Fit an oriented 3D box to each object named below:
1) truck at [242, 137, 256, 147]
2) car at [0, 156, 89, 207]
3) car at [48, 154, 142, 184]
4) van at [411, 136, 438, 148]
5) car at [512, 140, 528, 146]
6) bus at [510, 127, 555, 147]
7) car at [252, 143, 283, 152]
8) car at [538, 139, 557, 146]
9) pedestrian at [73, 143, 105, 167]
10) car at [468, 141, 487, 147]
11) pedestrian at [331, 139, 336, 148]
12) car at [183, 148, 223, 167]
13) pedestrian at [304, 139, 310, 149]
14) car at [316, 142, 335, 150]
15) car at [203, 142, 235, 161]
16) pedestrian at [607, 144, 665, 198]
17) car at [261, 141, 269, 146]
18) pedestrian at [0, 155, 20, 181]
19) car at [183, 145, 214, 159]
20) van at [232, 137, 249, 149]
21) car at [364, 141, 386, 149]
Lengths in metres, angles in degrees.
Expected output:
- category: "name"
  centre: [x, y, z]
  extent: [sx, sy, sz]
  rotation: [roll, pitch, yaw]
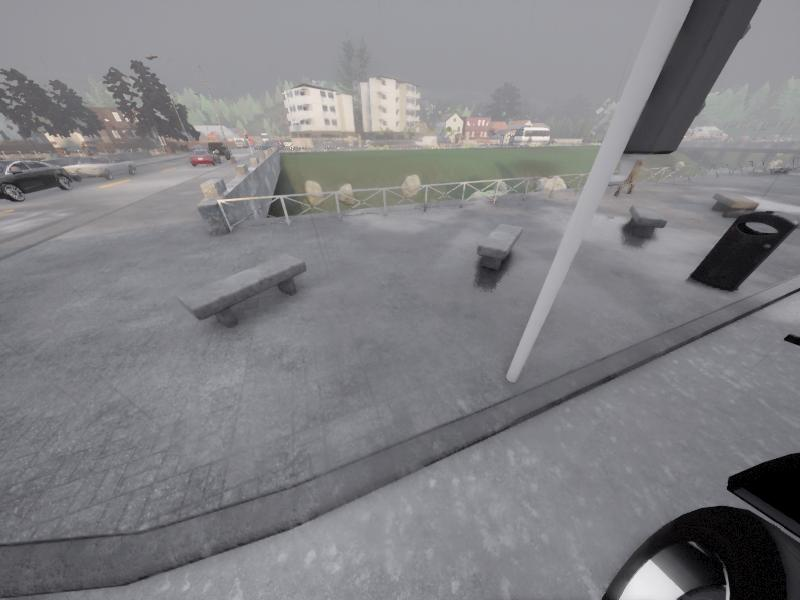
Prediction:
- category: "truck"
  centre: [-48.439, -50.698, 74.183]
  extent: [2.627, 2.467, 5.204]
  rotation: [-13, 37, -17]
- category: "car"
  centre: [-18.091, -5.600, 10.707]
  extent: [2.128, 1.511, 4.902]
  rotation: [-12, 37, -16]
- category: "car"
  centre: [-20.694, -9.210, 16.042]
  extent: [1.895, 1.301, 4.718]
  rotation: [-13, 37, -17]
- category: "van"
  centre: [6.208, -40.288, 59.002]
  extent: [6.366, 2.431, 2.351]
  rotation: [-13, 37, -17]
- category: "car"
  centre: [35.606, -46.531, 68.543]
  extent: [3.806, 1.475, 1.970]
  rotation: [-13, 37, -17]
- category: "bus"
  centre: [37.044, -45.637, 64.770]
  extent: [10.273, 4.253, 3.944]
  rotation: [-13, 37, -17]
- category: "car"
  centre: [-27.722, -31.916, 48.272]
  extent: [5.357, 1.411, 2.033]
  rotation: [-18, 39, -23]
- category: "car"
  centre: [45.602, -48.904, 71.614]
  extent: [4.856, 1.649, 2.033]
  rotation: [-13, 37, -17]
- category: "pedestrian"
  centre: [-29.072, -13.591, 21.620]
  extent: [0.751, 1.860, 0.751]
  rotation: [-12, 37, -16]
- category: "car"
  centre: [21.546, -43.303, 64.149]
  extent: [4.718, 1.301, 1.895]
  rotation: [-13, 37, -17]
- category: "pedestrian"
  centre: [-16.399, -38.833, 57.181]
  extent: [0.751, 1.860, 0.751]
  rotation: [-12, 37, -16]
- category: "car"
  centre: [-20.062, -14.696, 23.768]
  extent: [1.994, 1.385, 4.181]
  rotation: [-14, 37, -19]
- category: "pedestrian"
  centre: [-22.209, -37.249, 55.162]
  extent: [0.751, 1.860, 0.751]
  rotation: [-18, 39, -23]
- category: "car"
  centre: [-16.747, -34.690, 52.055]
  extent: [3.806, 1.475, 1.970]
  rotation: [-13, 37, -17]
- category: "car"
  centre: [-22.666, -18.729, 29.064]
  extent: [1.905, 1.878, 3.866]
  rotation: [-13, 37, -17]
- category: "pedestrian"
  centre: [9.853, -5.418, 9.727]
  extent: [0.751, 1.860, 0.751]
  rotation: [-13, 37, -17]
- category: "car"
  centre: [-46.737, -54.178, 79.895]
  extent: [1.789, 1.549, 3.705]
  rotation: [-13, 37, -17]
- category: "pedestrian"
  centre: [-25.395, -8.524, 14.391]
  extent: [0.751, 1.860, 0.751]
  rotation: [-15, 38, -20]
- category: "car"
  centre: [-28.892, -21.405, 33.259]
  extent: [1.837, 1.490, 4.892]
  rotation: [-13, 37, -17]
- category: "van"
  centre: [-42.551, -41.976, 61.784]
  extent: [2.351, 2.431, 6.366]
  rotation: [-13, 37, -17]
- category: "car"
  centre: [-5.964, -37.143, 55.441]
  extent: [4.892, 1.490, 1.837]
  rotation: [-13, 37, -17]
